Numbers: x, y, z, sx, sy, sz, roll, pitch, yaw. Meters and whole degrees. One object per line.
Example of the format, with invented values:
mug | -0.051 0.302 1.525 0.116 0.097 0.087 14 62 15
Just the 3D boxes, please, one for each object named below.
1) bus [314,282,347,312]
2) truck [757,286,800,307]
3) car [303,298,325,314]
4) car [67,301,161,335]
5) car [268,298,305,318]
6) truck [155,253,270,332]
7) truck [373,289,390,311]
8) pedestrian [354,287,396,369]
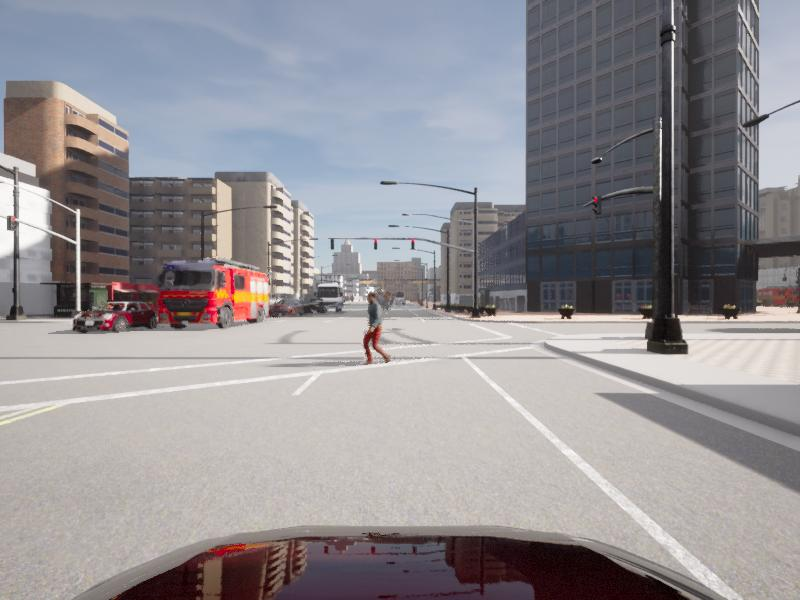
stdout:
bus | -10.552 -0.317 61.738 3.944 4.253 10.273 0 -1 -4
truck | 71.877 -0.664 74.837 2.891 3.827 8.468 0 0 2
car | -10.526 0.740 49.364 1.905 1.878 3.866 0 -1 0
car | -14.004 0.824 19.885 1.970 1.475 3.806 0 0 0
car | -10.501 0.691 37.342 2.097 1.767 4.553 0 0 0
truck | -10.509 -0.355 23.750 2.891 3.827 8.468 0 0 0
truck | -3.501 0.042 77.046 2.891 3.827 8.468 0 -1 0
pedestrian | -0.603 0.637 9.658 0.751 1.860 0.751 0 0 -31
